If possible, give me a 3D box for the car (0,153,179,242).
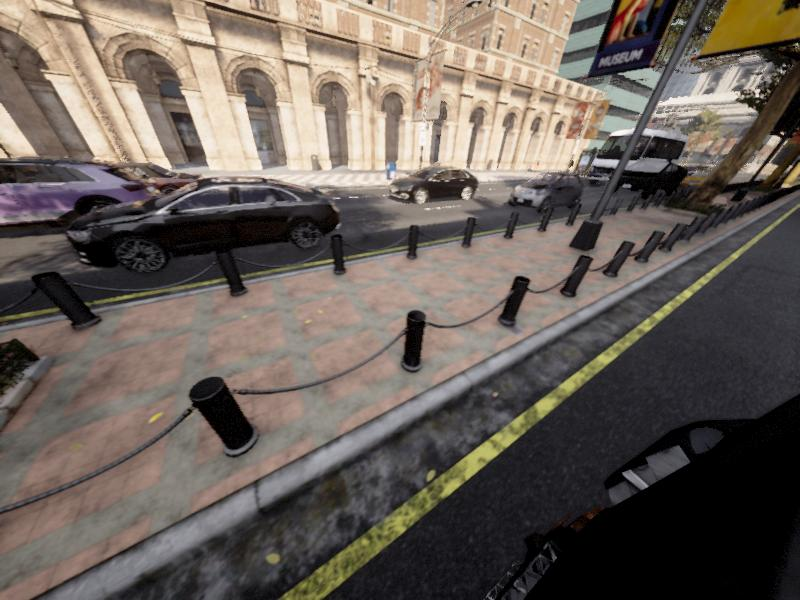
[{"bbox_3d":[-9.249,-2.655,5.822,4.856,1.649,2.033,-16,38,-27],"label":"car"}]

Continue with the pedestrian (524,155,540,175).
[{"bbox_3d":[14.875,-15.252,26.109,0.751,1.860,0.751,-15,37,-25],"label":"pedestrian"}]

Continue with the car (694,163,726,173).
[{"bbox_3d":[82.619,-35.240,61.646,1.932,1.855,4.605,-16,38,-26],"label":"car"}]

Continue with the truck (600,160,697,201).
[{"bbox_3d":[17.324,-8.423,16.080,6.274,2.098,2.390,-17,38,-26],"label":"truck"}]

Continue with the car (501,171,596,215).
[{"bbox_3d":[6.896,-5.121,10.832,3.633,1.501,1.845,-16,38,-26],"label":"car"}]

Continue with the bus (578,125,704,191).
[{"bbox_3d":[21.907,-12.812,21.100,10.273,4.253,3.944,-17,38,-27],"label":"bus"}]

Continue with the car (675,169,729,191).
[{"bbox_3d":[29.486,-11.790,22.540,5.366,1.575,1.801,-16,38,-26],"label":"car"}]

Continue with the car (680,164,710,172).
[{"bbox_3d":[83.901,-37.627,65.708,2.163,1.488,4.792,-16,38,-26],"label":"car"}]

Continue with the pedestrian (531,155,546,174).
[{"bbox_3d":[16.949,-16.594,28.290,0.751,1.860,0.751,-9,35,-18],"label":"pedestrian"}]

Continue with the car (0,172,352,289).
[{"bbox_3d":[-3.856,-1.946,5.256,4.902,1.511,2.128,-16,38,-27],"label":"car"}]

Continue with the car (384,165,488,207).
[{"bbox_3d":[1.801,-5.854,11.591,4.892,1.490,1.837,-17,38,-26],"label":"car"}]

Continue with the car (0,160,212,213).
[{"bbox_3d":[-10.185,-4.335,8.577,4.718,1.301,1.895,-17,38,-27],"label":"car"}]

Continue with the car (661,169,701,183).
[{"bbox_3d":[35.295,-15.627,29.027,4.718,1.301,1.895,-16,38,-26],"label":"car"}]

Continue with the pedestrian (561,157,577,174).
[{"bbox_3d":[21.454,-17.021,29.270,0.751,1.860,0.751,-13,37,-23],"label":"pedestrian"}]
